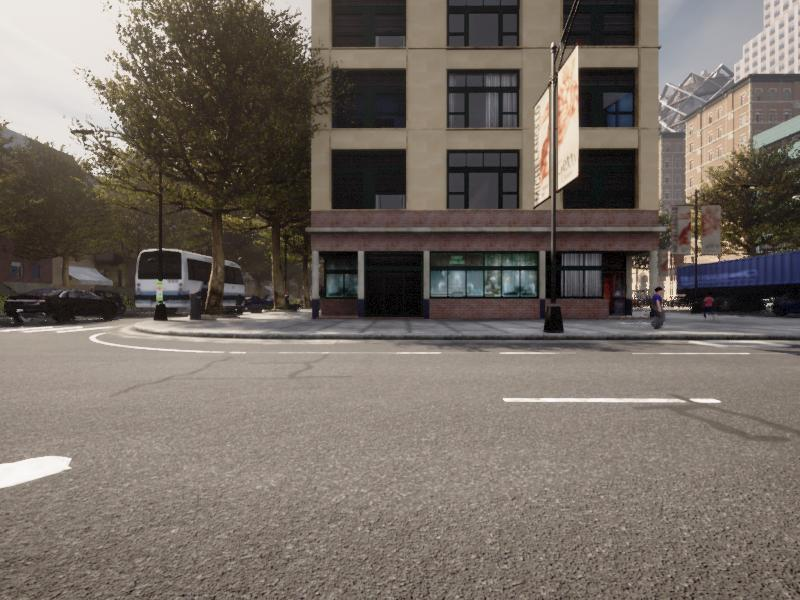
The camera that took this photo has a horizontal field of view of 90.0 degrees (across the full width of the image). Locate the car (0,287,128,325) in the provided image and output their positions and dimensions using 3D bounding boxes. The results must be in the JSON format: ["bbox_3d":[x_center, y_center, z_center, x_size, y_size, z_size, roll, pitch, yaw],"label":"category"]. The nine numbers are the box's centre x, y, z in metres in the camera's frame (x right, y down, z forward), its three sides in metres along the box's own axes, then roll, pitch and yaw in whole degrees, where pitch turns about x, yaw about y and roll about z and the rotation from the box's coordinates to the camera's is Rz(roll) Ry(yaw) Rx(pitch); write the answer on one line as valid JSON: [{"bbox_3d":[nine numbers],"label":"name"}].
[{"bbox_3d":[-15.088,0.235,18.240,2.128,1.511,4.902,0,0,-2],"label":"car"}]

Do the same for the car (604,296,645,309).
[{"bbox_3d":[26.537,0.251,47.542,2.163,1.488,4.792,0,0,1],"label":"car"}]

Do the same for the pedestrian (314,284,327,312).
[{"bbox_3d":[-5.266,-0.115,26.630,0.751,1.860,0.751,0,0,-1],"label":"pedestrian"}]

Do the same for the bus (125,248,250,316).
[{"bbox_3d":[-15.215,-1.134,30.159,3.944,4.253,10.273,0,0,0],"label":"bus"}]

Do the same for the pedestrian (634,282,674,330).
[{"bbox_3d":[7.125,0.165,11.239,0.751,1.300,0.751,0,0,14],"label":"pedestrian"}]

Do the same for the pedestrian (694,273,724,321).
[{"bbox_3d":[12.469,-0.115,16.158,0.751,1.860,0.751,0,0,17],"label":"pedestrian"}]

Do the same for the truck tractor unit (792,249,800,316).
[{"bbox_3d":[26.616,-1.118,22.422,3.053,4.208,6.516,0,0,4],"label":"truck tractor unit"}]

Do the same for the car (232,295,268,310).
[{"bbox_3d":[-15.013,0.270,40.255,1.812,1.442,4.674,0,0,1],"label":"car"}]

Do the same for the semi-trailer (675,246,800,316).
[{"bbox_3d":[26.909,-1.219,30.328,2.717,4.402,14.254,0,0,2],"label":"semi-trailer"}]

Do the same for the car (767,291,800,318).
[{"bbox_3d":[22.774,0.254,21.727,1.816,1.474,4.193,0,0,1],"label":"car"}]

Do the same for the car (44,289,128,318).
[{"bbox_3d":[-18.650,0.188,24.026,1.851,1.617,3.988,0,0,1],"label":"car"}]
